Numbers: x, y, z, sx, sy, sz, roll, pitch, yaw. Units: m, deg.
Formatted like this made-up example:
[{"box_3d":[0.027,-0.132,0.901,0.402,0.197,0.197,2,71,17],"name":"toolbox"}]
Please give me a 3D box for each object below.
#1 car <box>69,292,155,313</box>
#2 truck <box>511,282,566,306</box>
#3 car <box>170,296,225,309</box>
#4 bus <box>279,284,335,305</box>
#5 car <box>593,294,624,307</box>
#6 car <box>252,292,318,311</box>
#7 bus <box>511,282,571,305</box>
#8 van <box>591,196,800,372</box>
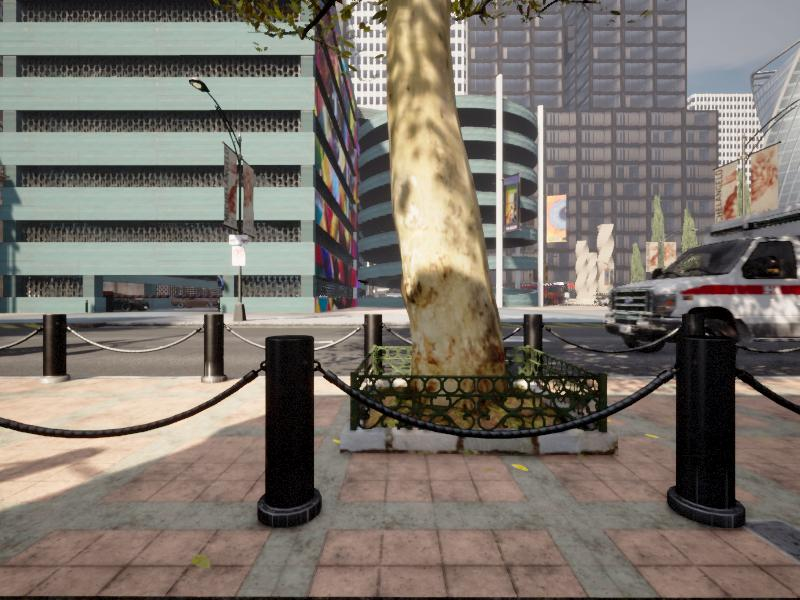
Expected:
[{"box_3d":[-21.193,0.157,29.591,4.786,1.482,2.161,0,0,0],"name":"car"},{"box_3d":[23.136,-0.922,67.388,2.891,3.827,8.468,0,0,-37],"name":"truck"},{"box_3d":[-20.752,0.207,41.191,4.718,1.301,1.895,0,0,0],"name":"car"},{"box_3d":[-18.727,-1.138,81.128,10.273,4.253,3.944,0,0,0],"name":"bus"},{"box_3d":[31.074,0.046,59.789,1.905,1.878,3.866,0,0,-20],"name":"car"},{"box_3d":[-9.593,0.117,33.684,4.902,1.511,2.128,0,0,0],"name":"car"},{"box_3d":[27.429,-1.139,78.338,10.273,4.253,3.944,0,0,44],"name":"bus"},{"box_3d":[6.950,-0.222,6.695,6.366,2.431,2.351,0,0,0],"name":"van"}]
